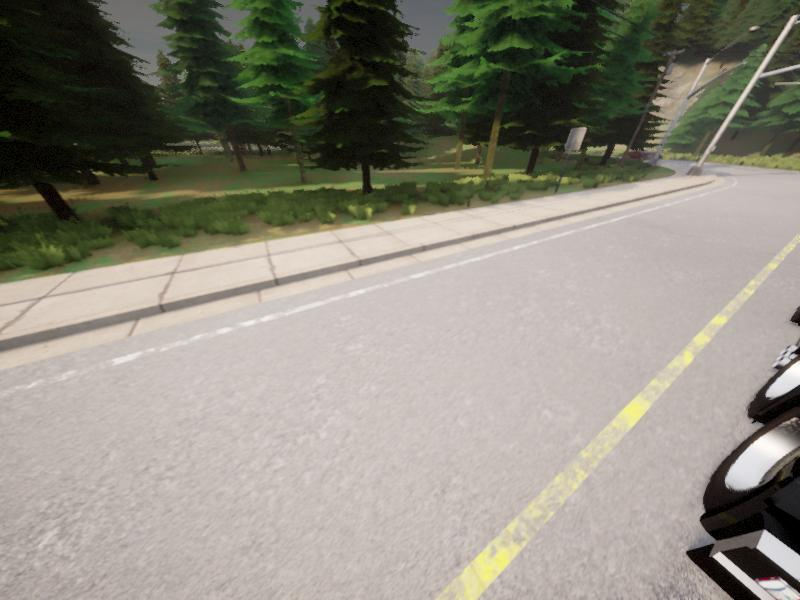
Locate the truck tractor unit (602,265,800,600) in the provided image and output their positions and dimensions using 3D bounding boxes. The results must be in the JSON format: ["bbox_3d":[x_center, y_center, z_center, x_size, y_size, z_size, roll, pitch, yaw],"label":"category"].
[{"bbox_3d":[5.109,-0.303,0.782,6.516,4.208,3.053,-18,39,-24],"label":"truck tractor unit"}]

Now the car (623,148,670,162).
[{"bbox_3d":[33.905,-20.080,31.938,1.994,1.385,4.181,0,35,-1],"label":"car"}]
